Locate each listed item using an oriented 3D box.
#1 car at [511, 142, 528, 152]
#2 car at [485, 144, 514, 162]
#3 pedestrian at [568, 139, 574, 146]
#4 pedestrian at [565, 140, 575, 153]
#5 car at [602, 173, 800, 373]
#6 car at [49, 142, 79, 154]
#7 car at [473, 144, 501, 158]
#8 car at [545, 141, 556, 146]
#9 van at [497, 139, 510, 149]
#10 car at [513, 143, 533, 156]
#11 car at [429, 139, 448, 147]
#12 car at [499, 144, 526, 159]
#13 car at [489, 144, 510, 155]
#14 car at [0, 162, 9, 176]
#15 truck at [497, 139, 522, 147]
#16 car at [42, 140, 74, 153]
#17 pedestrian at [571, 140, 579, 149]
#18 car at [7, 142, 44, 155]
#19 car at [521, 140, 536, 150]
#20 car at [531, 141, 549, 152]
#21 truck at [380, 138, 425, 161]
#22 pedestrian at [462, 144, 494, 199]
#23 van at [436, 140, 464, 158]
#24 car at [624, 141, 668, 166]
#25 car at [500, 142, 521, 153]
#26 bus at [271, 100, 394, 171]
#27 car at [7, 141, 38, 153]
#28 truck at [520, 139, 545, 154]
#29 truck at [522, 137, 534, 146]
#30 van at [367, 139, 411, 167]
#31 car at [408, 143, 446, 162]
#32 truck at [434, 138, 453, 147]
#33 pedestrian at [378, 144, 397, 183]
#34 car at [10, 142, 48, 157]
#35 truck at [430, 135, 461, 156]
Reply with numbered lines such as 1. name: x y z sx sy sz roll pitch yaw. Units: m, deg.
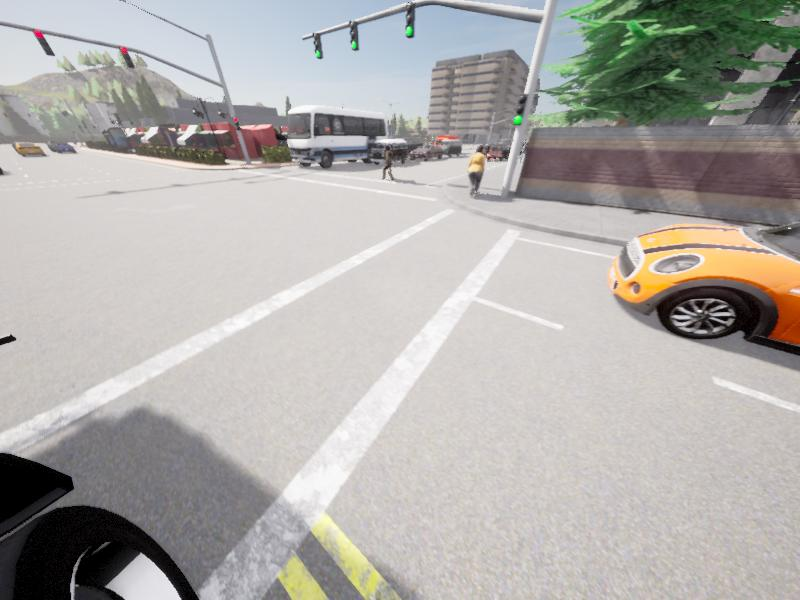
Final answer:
1. car: 24.782 -31.723 47.774 2.007 1.525 4.514 22 41 28
2. car: 11.711 -17.346 27.169 1.851 1.617 3.988 22 40 28
3. pedestrian: 55.764 -51.396 75.379 0.751 1.860 0.751 26 43 32
4. pedestrian: 28.247 -25.499 38.365 0.751 1.860 0.751 22 41 28
5. car: 5.638 -0.216 2.713 4.553 1.767 2.097 22 41 28
6. car: -51.579 -23.369 35.428 4.193 1.474 1.816 22 41 28
7. car: 12.603 -21.600 33.304 2.128 1.511 4.902 22 40 27
8. car: 54.519 -56.723 83.608 2.128 1.511 4.902 22 41 28
9. van: 27.281 -41.092 60.704 1.775 1.987 4.442 22 40 28
10. car: 19.290 -23.621 36.193 1.789 1.549 3.705 22 40 27
11. car: 10.505 -42.678 62.745 4.605 1.855 1.932 22 41 28
12. car: 15.448 -20.429 31.640 1.882 1.535 5.008 22 40 28
13. car: 16.257 -24.577 37.687 1.994 1.385 4.181 22 40 28
14. car: -29.481 -9.460 15.837 4.792 1.488 2.163 22 41 28
15. truck: 33.563 -48.338 71.047 6.274 2.098 2.390 9 36 11
16. car: -56.930 -25.609 38.435 4.856 1.649 2.033 22 41 28
17. pedestrian: 43.260 -38.578 57.151 0.751 1.860 0.751 -18 39 -24
18. car: -53.982 -21.898 33.313 4.792 1.488 2.163 22 41 28
19. car: 29.911 -36.176 53.733 1.932 1.855 4.605 22 40 28
20. car: 28.807 -31.566 47.483 1.930 1.638 5.238 22 40 28
21. truck: 0.459 -18.843 28.779 2.390 2.098 6.274 22 40 28
22. pedestrian: 3.165 -5.263 9.500 0.751 1.860 0.751 18 39 24
23. van: 6.810 -20.526 31.319 1.775 1.987 4.442 22 40 28
24. car: 23.833 -14.381 22.575 1.905 1.878 3.866 22 41 28
25. car: 20.353 -28.084 42.483 2.152 1.651 5.027 22 40 27
26. bus: -5.206 -14.894 21.251 3.944 4.253 10.273 22 40 28
27. car: -59.588 -24.194 36.482 5.008 1.535 1.882 22 41 28
28. truck: 23.688 -27.499 41.266 2.390 2.098 6.274 22 40 28
29. truck: 46.533 -57.615 83.917 2.627 2.467 5.204 22 40 27
30. van: -0.923 -14.173 22.181 2.069 2.038 4.480 19 39 24
31. car: 3.260 -17.429 27.206 2.152 1.651 5.027 22 40 28
32. truck: 12.108 -44.138 64.667 4.478 2.038 2.069 22 41 28
33. pedestrian: -0.720 -7.916 13.420 0.751 1.860 0.751 21 40 27
34. car: -48.461 -19.695 30.178 5.008 1.535 1.882 22 40 27
35. truck: 7.290 -24.686 36.781 2.627 2.467 5.204 22 42 28
